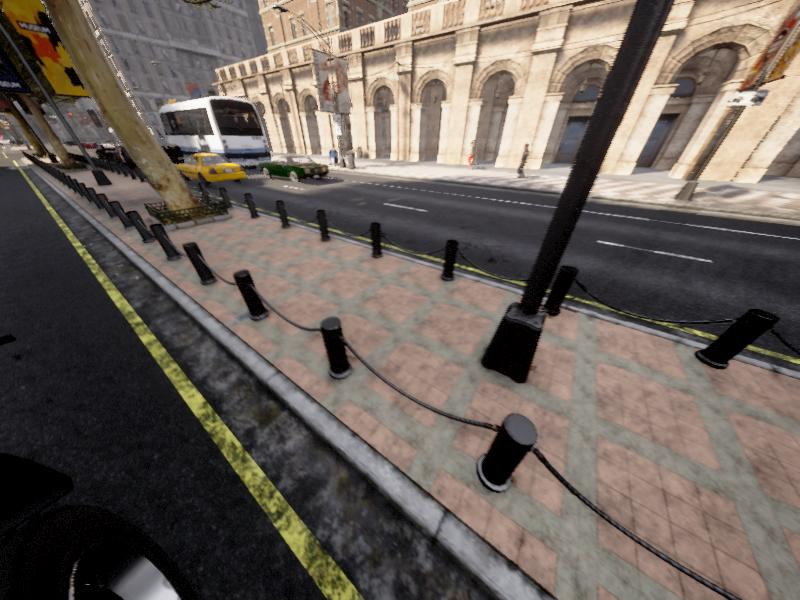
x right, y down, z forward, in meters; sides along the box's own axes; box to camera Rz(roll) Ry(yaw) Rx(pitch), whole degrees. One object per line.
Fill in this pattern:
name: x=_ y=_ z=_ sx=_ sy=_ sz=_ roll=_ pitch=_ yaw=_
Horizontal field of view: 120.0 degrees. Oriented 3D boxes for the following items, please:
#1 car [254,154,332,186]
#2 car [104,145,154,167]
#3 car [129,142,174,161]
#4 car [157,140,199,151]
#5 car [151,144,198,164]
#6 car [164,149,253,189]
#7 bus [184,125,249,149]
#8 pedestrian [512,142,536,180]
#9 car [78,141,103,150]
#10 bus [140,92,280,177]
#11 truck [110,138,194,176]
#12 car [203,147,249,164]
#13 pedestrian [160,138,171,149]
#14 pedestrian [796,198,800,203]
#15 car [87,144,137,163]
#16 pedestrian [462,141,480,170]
car: x=-6.662 y=-8.188 z=14.333 sx=4.718 sy=1.301 sz=1.895 roll=22 pitch=41 yaw=28
car: x=-24.648 y=-13.146 z=21.006 sx=3.633 sy=1.501 sz=1.845 roll=22 pitch=41 yaw=28
car: x=-28.953 y=-17.402 z=26.917 sx=4.856 sy=1.649 sz=2.033 roll=22 pitch=41 yaw=28
car: x=-42.004 y=-29.424 z=43.888 sx=1.801 sy=1.575 sz=5.366 roll=23 pitch=41 yaw=29
car: x=-23.111 y=-14.968 z=23.632 sx=4.892 sy=1.490 sz=1.837 roll=22 pitch=41 yaw=28
car: x=-11.046 y=-7.629 z=13.255 sx=5.366 sy=1.575 sz=1.801 roll=22 pitch=41 yaw=28
bus: x=-41.705 y=-37.648 z=53.219 sx=3.944 sy=4.253 sz=10.273 roll=22 pitch=42 yaw=28
pedestrian: x=7.354 y=-8.249 z=13.745 sx=0.751 sy=1.860 sz=0.751 roll=16 pitch=38 yaw=20
car: x=-59.579 y=-29.765 z=44.406 sx=4.181 sy=1.385 sz=1.994 roll=22 pitch=41 yaw=28
bus: x=-14.679 y=-12.571 z=17.914 sx=10.273 sy=4.253 sz=3.944 roll=22 pitch=41 yaw=28
truck: x=-18.813 y=-11.003 z=17.523 sx=6.274 sy=2.098 sz=2.390 roll=22 pitch=41 yaw=28
car: x=-18.123 y=-15.144 z=24.089 sx=4.718 sy=1.301 sz=1.895 roll=22 pitch=41 yaw=28
pedestrian: x=-48.430 y=-32.344 z=47.690 sx=0.751 sy=1.860 sz=0.751 roll=28 pitch=44 yaw=34
pedestrian: x=16.264 y=-4.465 z=8.457 sx=0.751 sy=1.860 sz=0.751 roll=22 pitch=41 yaw=28
car: x=-30.006 y=-15.319 z=24.057 sx=4.902 sy=1.511 sz=2.128 roll=22 pitch=41 yaw=28
pedestrian: x=5.516 y=-11.245 z=17.976 sx=0.751 sy=1.860 sz=0.751 roll=27 pitch=43 yaw=32
